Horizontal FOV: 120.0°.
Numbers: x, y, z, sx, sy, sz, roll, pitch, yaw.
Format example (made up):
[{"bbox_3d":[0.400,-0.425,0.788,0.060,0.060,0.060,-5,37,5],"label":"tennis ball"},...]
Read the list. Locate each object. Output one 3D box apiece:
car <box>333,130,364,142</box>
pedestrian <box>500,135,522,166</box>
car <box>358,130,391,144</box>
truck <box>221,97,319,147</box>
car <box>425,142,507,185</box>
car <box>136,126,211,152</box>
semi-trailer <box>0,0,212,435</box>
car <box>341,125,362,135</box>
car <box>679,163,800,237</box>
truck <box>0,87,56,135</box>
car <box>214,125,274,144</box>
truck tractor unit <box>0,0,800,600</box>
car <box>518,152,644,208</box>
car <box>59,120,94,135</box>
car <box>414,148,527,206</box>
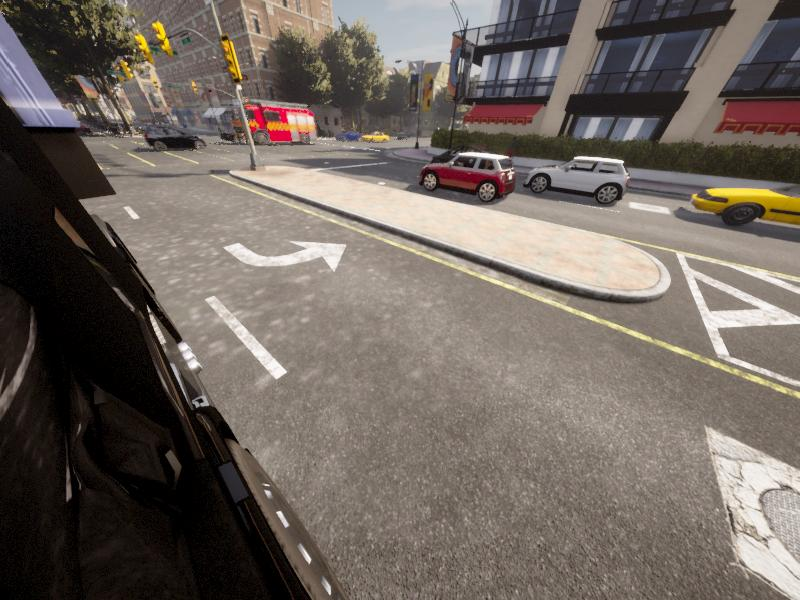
[{"bbox_3d":[-8.120,-26.053,36.731,1.812,1.442,4.674,28,43,30],"label":"car"},{"bbox_3d":[8.183,-11.029,17.046,0.751,1.860,0.751,27,43,29],"label":"pedestrian"},{"bbox_3d":[-3.916,-25.733,36.456,1.801,1.575,5.366,27,43,29],"label":"car"},{"bbox_3d":[-13.802,-19.618,25.787,2.891,3.827,8.468,27,43,29],"label":"truck"},{"bbox_3d":[3.490,-7.613,12.737,3.705,1.549,1.789,28,43,29],"label":"car"},{"bbox_3d":[-17.657,-12.676,18.185,1.845,1.501,3.633,27,43,29],"label":"car"},{"bbox_3d":[-9.457,-2.941,3.286,14.254,4.402,2.717,19,40,20],"label":"semi-trailer"},{"bbox_3d":[-13.178,-46.104,62.693,5.566,2.045,2.150,28,44,29],"label":"car"},{"bbox_3d":[12.687,-2.808,6.877,5.366,1.575,1.801,28,43,29],"label":"car"},{"bbox_3d":[-42.459,-20.964,25.777,8.468,3.827,2.891,28,43,29],"label":"truck"},{"bbox_3d":[-17.882,-19.207,26.804,1.930,1.638,5.238,27,43,29],"label":"car"},{"bbox_3d":[-2.645,-0.295,0.351,6.516,4.208,3.053,28,44,30],"label":"truck tractor unit"},{"bbox_3d":[7.680,-5.386,10.092,3.806,1.475,1.970,28,44,30],"label":"car"},{"bbox_3d":[-39.822,-21.266,28.459,4.718,1.301,1.895,28,43,29],"label":"car"},{"bbox_3d":[2.759,-5.248,9.596,3.806,1.475,1.970,28,43,29],"label":"car"}]
